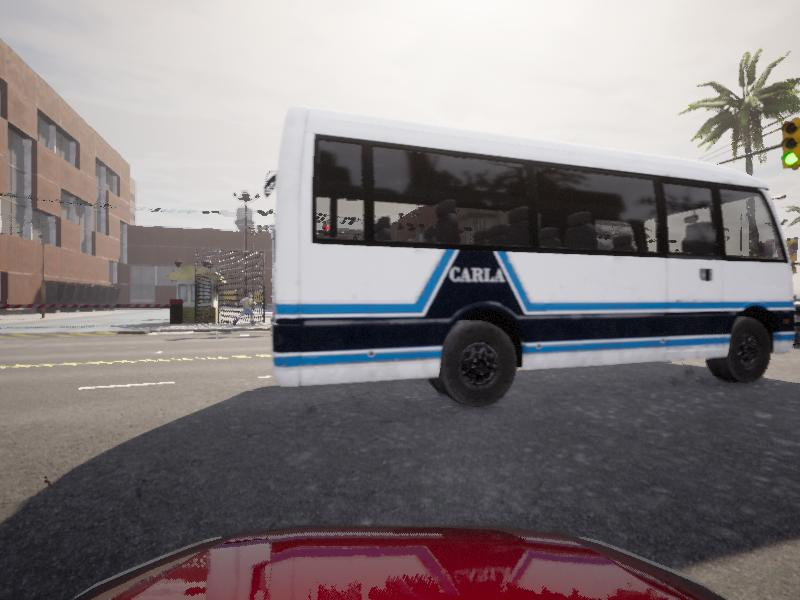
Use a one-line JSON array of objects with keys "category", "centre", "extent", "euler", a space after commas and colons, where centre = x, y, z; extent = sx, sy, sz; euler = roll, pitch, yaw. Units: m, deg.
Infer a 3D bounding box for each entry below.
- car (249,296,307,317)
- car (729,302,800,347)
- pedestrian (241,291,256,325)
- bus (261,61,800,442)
[{"category": "car", "centre": [-10.348, 0.518, 34.054], "extent": [4.553, 1.767, 2.185], "euler": [0, 0, -18]}, {"category": "car", "centre": [14.560, 0.809, 14.616], "extent": [3.806, 1.475, 1.970], "euler": [0, 0, -11]}, {"category": "pedestrian", "centre": [-8.327, 0.434, 22.018], "extent": [0.751, 1.860, 0.751], "euler": [0, 0, -18]}, {"category": "bus", "centre": [2.723, -0.555, 7.935], "extent": [10.273, 4.253, 3.944], "euler": [0, 0, -18]}]
